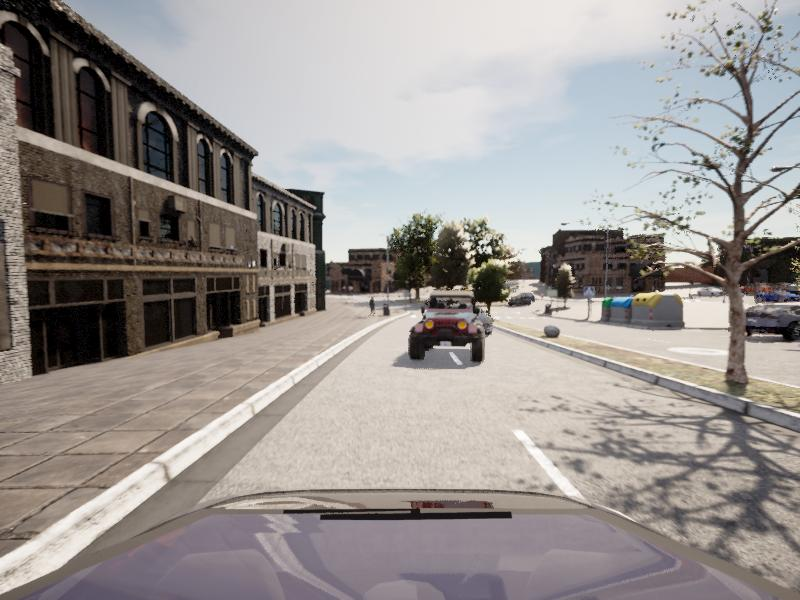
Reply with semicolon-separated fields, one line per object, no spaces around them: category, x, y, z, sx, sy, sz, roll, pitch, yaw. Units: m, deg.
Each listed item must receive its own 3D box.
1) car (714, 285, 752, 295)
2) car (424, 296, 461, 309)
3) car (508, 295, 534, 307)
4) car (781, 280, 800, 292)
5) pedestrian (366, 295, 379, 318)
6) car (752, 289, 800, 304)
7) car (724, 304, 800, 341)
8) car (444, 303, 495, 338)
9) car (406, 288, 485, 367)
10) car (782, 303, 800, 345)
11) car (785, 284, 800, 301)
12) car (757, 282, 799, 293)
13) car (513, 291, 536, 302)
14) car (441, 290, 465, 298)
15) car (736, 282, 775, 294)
car;54.784;-1.604;65.890;2.163;1.488;4.792;-4;1;0
car;6.344;0.368;60.067;5.238;1.638;1.930;1;4;20
car;19.152;0.185;63.285;3.988;1.617;1.851;-3;5;-39
car;63.047;-2.276;62.804;2.185;1.767;4.553;-4;1;0
pedestrian;-2.263;0.549;33.170;0.751;1.860;0.751;2;4;26
car;47.647;-0.493;50.496;2.097;1.535;5.008;-4;3;2
car;17.168;0.952;17.645;4.792;1.488;2.163;1;-1;-17
car;3.240;0.896;19.333;1.816;1.474;4.193;0;0;1
car;1.484;0.660;11.653;1.905;1.878;3.866;0;0;12
car;17.017;0.907;14.682;4.892;1.521;2.231;1;-1;-18
car;50.394;-0.882;49.226;1.878;1.987;4.442;-4;3;2
car;60.301;-1.950;63.896;2.163;1.488;4.792;-4;1;0
car;23.444;-0.696;75.491;2.097;1.767;4.553;-1;4;-12
car;11.451;-1.288;86.403;5.008;1.535;1.882;0;4;5
car;57.527;-1.931;64.859;2.185;1.767;4.553;-4;1;0
